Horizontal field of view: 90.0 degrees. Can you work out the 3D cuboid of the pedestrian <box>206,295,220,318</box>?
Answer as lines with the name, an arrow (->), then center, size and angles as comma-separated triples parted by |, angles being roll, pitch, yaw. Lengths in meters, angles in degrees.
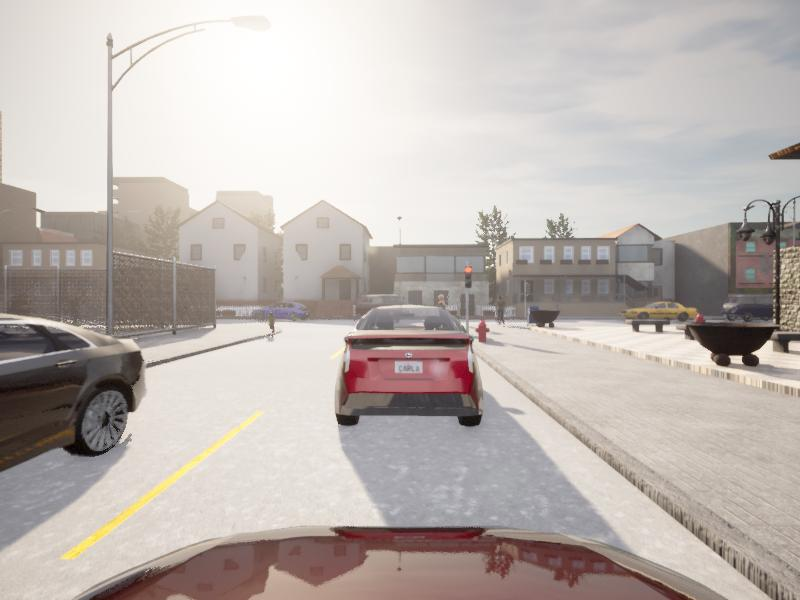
pedestrian -> -15.618, 0.533, 33.446 | 0.751, 1.860, 0.751 | 0, 0, 9

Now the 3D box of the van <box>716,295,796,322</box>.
van -> 26.668, 0.598, 30.054 | 4.442, 1.987, 1.775 | 0, 0, 1

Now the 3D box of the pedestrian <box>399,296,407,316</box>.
pedestrian -> 0.291, 0.533, 36.604 | 0.751, 1.860, 0.751 | 0, 0, 1

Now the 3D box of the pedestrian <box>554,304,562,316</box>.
pedestrian -> 14.241, 0.913, 36.015 | 0.500, 1.100, 0.500 | 0, 0, 1

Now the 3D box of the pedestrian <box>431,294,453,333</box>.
pedestrian -> 2.043, 0.637, 19.534 | 0.751, 1.860, 0.751 | 0, 0, -29

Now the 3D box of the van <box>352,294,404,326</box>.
van -> -1.618, 0.600, 27.394 | 1.775, 1.987, 4.442 | 0, 0, -29

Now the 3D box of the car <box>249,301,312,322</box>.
car -> -9.100, 0.854, 30.579 | 4.193, 1.474, 1.816 | 0, 0, 8

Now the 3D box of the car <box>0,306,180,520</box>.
car -> -3.964, 0.837, 2.758 | 2.128, 1.511, 4.902 | 0, 0, 1

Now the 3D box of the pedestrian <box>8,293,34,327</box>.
pedestrian -> -21.152, 0.534, 22.337 | 0.751, 1.860, 0.751 | 0, 0, 10

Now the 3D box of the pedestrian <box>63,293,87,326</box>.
pedestrian -> -18.399, 0.534, 22.674 | 0.751, 1.860, 0.751 | 0, 0, 5

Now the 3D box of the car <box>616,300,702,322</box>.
car -> 19.519, 0.801, 30.291 | 5.366, 1.575, 1.801 | 0, 0, 0

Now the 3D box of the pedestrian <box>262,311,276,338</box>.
pedestrian -> -5.477, 1.017, 16.752 | 0.500, 1.100, 0.500 | 0, 0, -24

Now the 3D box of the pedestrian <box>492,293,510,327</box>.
pedestrian -> 5.591, 0.525, 22.167 | 0.751, 1.860, 0.751 | 0, 0, 41

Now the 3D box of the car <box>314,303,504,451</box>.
car -> 0.137, 0.828, 6.489 | 2.007, 1.525, 4.514 | 0, 0, 1

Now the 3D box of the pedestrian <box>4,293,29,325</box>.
pedestrian -> -22.656, 0.533, 23.621 | 0.751, 1.860, 0.751 | 0, 0, -1
